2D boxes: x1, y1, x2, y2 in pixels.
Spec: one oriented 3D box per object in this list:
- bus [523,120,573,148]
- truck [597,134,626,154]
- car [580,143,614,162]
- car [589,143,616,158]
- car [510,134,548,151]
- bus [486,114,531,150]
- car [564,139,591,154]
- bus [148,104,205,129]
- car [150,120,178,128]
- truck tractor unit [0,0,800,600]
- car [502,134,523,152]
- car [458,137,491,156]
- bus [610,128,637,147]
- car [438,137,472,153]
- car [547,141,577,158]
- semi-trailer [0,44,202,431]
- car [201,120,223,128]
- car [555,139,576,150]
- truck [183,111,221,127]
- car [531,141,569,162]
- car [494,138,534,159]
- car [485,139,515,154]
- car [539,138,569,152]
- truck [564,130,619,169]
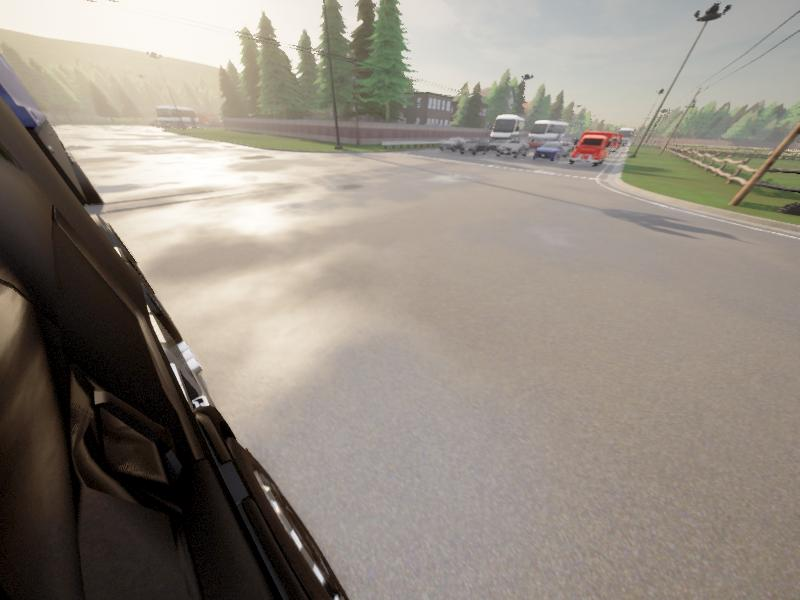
[{"bbox_3d":[30.524,-34.248,47.641,10.273,4.253,3.944,-25,45,-31],"label":"bus"},{"bbox_3d":[35.548,-26.311,38.817,2.627,2.467,5.204,28,44,30],"label":"truck"},{"bbox_3d":[21.879,-16.436,25.615,2.007,1.525,4.514,28,44,30],"label":"car"},{"bbox_3d":[26.306,-19.453,30.037,1.994,1.385,4.181,28,44,30],"label":"car"},{"bbox_3d":[20.107,-24.519,36.050,4.611,1.667,2.242,-10,42,-21],"label":"car"},{"bbox_3d":[17.978,-27.618,38.048,3.944,4.253,10.273,21,41,23],"label":"bus"},{"bbox_3d":[26.617,-23.071,34.640,2.242,1.667,4.611,28,43,30],"label":"car"},{"bbox_3d":[-53.987,-44.580,56.503,3.944,4.253,10.273,-1,37,-4],"label":"bus"},{"bbox_3d":[-57.597,-43.062,56.533,1.801,1.575,5.366,-1,37,-4],"label":"car"},{"bbox_3d":[-2.645,-0.295,0.351,6.516,4.208,3.053,28,44,30],"label":"truck tractor unit"},{"bbox_3d":[16.318,-22.780,33.460,1.905,1.878,3.866,19,40,21],"label":"car"},{"bbox_3d":[8.212,-16.803,25.287,1.789,1.549,3.705,28,43,30],"label":"car"},{"bbox_3d":[66.063,-48.096,68.229,3.944,4.253,10.273,28,44,30],"label":"bus"},{"bbox_3d":[6.766,-19.042,28.282,1.812,1.442,4.674,28,43,30],"label":"car"},{"bbox_3d":[19.362,-17.955,27.539,1.970,1.475,3.806,28,43,30],"label":"car"},{"bbox_3d":[-8.700,-3.591,4.244,14.254,4.402,2.717,28,44,30],"label":"semi-trailer"},{"bbox_3d":[-57.998,-54.336,71.296,1.932,1.855,4.605,12,38,13],"label":"car"},{"bbox_3d":[31.313,-29.549,43.725,2.163,1.488,4.792,28,44,30],"label":"car"},{"bbox_3d":[-63.639,-58.279,74.602,2.891,3.827,8.468,12,38,13],"label":"truck"},{"bbox_3d":[15.316,-15.165,23.523,1.882,1.535,5.008,28,43,30],"label":"car"},{"bbox_3d":[12.430,-16.477,25.038,2.152,1.651,5.027,28,43,30],"label":"car"},{"bbox_3d":[12.974,-19.955,29.928,1.994,1.385,4.181,28,44,30],"label":"car"},{"bbox_3d":[24.482,-24.772,36.814,4.611,1.667,2.242,-28,45,-33],"label":"car"},{"bbox_3d":[17.265,-13.592,20.765,2.627,2.467,5.204,28,43,30],"label":"truck"}]
